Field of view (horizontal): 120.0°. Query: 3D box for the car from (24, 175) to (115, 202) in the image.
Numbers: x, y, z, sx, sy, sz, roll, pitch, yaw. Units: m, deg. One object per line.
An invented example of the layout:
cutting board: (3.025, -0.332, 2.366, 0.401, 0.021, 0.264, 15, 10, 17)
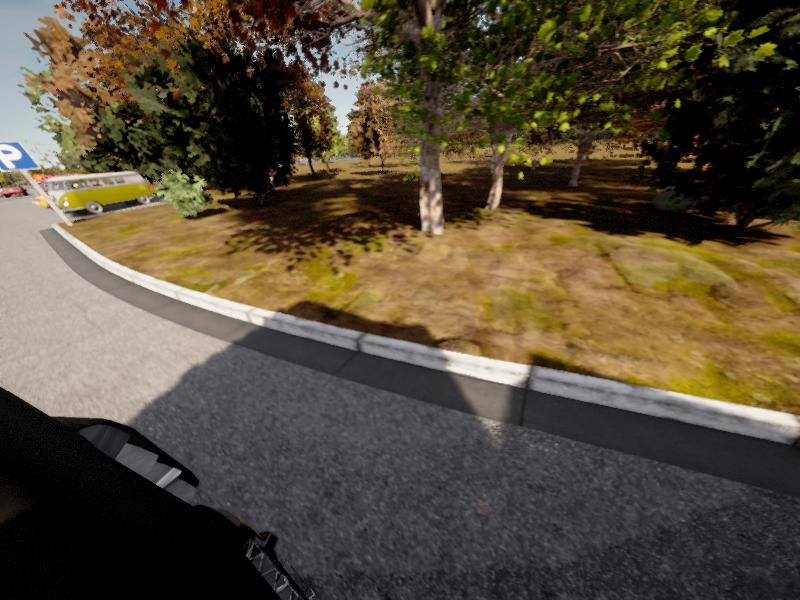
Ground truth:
car: (-33.047, -11.356, 23.351, 2.185, 1.767, 4.553, 6, 35, 15)

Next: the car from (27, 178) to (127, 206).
car: (-28.195, -9.620, 20.445, 2.002, 1.452, 4.674, 5, 35, 15)

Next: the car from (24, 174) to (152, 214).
car: (-20.891, -7.385, 15.885, 2.185, 1.767, 4.553, 5, 34, 14)

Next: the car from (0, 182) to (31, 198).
car: (-53.337, -15.195, 31.864, 3.988, 1.617, 1.851, 21, 42, 33)

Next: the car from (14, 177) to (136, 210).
car: (-25.806, -8.762, 18.782, 1.946, 1.575, 5.366, 5, 35, 14)

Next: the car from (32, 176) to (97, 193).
car: (-49.627, -17.185, 34.370, 2.097, 1.535, 5.008, 7, 35, 17)

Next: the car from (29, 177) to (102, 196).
car: (-42.573, -14.557, 29.612, 2.163, 1.488, 4.792, 7, 35, 16)

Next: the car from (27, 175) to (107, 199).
car: (-37.815, -13.038, 26.464, 2.185, 1.767, 4.553, 6, 35, 16)

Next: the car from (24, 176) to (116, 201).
car: (-35.381, -12.192, 25.118, 1.946, 1.575, 5.366, 6, 35, 16)

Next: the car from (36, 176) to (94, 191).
car: (-54.285, -18.951, 37.593, 2.231, 1.521, 4.892, 7, 35, 18)

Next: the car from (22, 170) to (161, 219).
car: (-18.452, -6.656, 14.304, 1.878, 1.987, 4.442, 5, 34, 13)

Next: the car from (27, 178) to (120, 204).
car: (-30.617, -10.422, 21.948, 2.002, 1.452, 4.674, 5, 35, 15)

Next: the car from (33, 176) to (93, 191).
car: (-56.657, -19.748, 39.072, 1.946, 1.575, 5.366, 8, 35, 17)

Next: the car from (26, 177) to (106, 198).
car: (-40.205, -13.751, 28.056, 2.097, 1.535, 5.008, 6, 35, 16)

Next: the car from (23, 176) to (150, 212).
car: (-23.278, -8.180, 17.597, 1.946, 1.575, 5.366, 5, 34, 14)

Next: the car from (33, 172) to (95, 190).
car: (-58.931, -20.968, 40.733, 2.435, 2.045, 5.566, 7, 35, 18)
